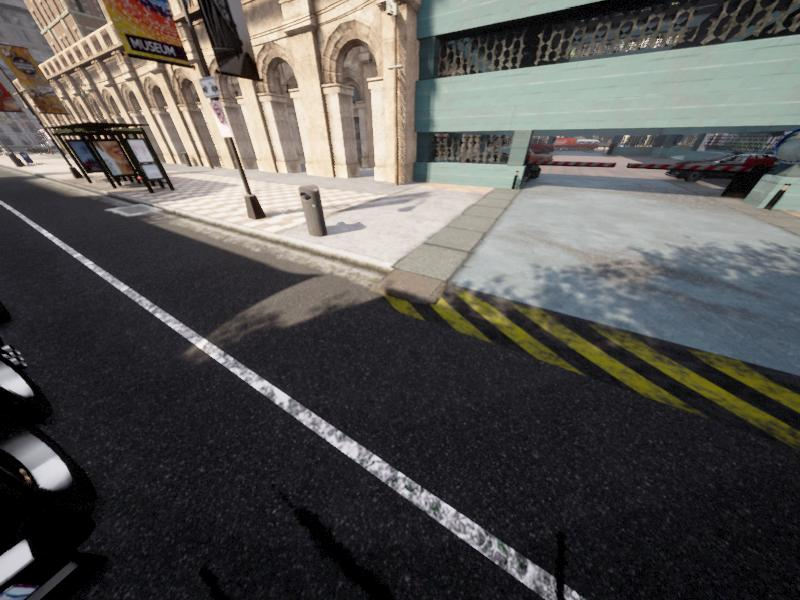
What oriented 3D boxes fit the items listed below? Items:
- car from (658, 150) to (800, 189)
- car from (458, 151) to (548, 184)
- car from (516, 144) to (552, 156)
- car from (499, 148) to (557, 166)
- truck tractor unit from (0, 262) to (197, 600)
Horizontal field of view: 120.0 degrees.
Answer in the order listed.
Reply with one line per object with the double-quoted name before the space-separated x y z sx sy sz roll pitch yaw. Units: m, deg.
"car" 18.624 -7.480 13.053 4.902 1.511 2.128 18 39 24
"car" 6.525 -8.669 14.930 4.786 1.482 2.161 18 39 24
"car" 21.145 -23.759 36.489 4.514 1.523 2.007 18 39 24
"car" 12.679 -14.278 23.019 4.718 1.301 1.895 18 39 24
"truck tractor unit" -5.106 -0.307 0.782 6.516 4.208 3.053 19 39 24
